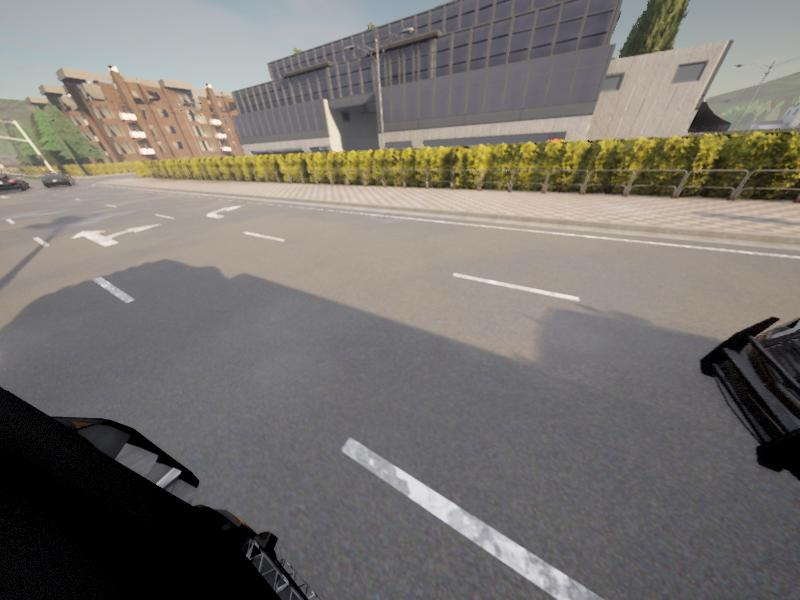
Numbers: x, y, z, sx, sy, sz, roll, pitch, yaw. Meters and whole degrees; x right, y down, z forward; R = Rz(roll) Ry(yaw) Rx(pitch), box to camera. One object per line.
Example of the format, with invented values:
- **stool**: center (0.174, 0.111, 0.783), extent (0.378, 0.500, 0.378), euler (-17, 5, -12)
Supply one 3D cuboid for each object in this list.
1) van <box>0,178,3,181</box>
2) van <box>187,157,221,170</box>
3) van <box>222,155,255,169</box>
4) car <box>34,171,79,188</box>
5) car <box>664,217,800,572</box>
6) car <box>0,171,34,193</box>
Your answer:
- **van**: center (-79.905, -24.351, 44.496), extent (5.915, 2.561, 1.988), euler (15, 38, 25)
- **van**: center (-40.748, -28.449, 48.084), extent (2.069, 2.038, 4.480), euler (16, 38, 26)
- **van**: center (-31.001, -26.497, 44.438), extent (1.775, 1.987, 4.442), euler (16, 38, 26)
- **car**: center (-40.786, -14.428, 27.586), extent (1.994, 1.385, 4.181), euler (-29, 41, -33)
- **car**: center (4.913, 1.023, 0.640), extent (4.974, 1.542, 2.038), euler (15, 38, 25)
- **car**: center (-41.799, -12.497, 24.488), extent (4.611, 1.667, 2.242), euler (25, 43, 35)
